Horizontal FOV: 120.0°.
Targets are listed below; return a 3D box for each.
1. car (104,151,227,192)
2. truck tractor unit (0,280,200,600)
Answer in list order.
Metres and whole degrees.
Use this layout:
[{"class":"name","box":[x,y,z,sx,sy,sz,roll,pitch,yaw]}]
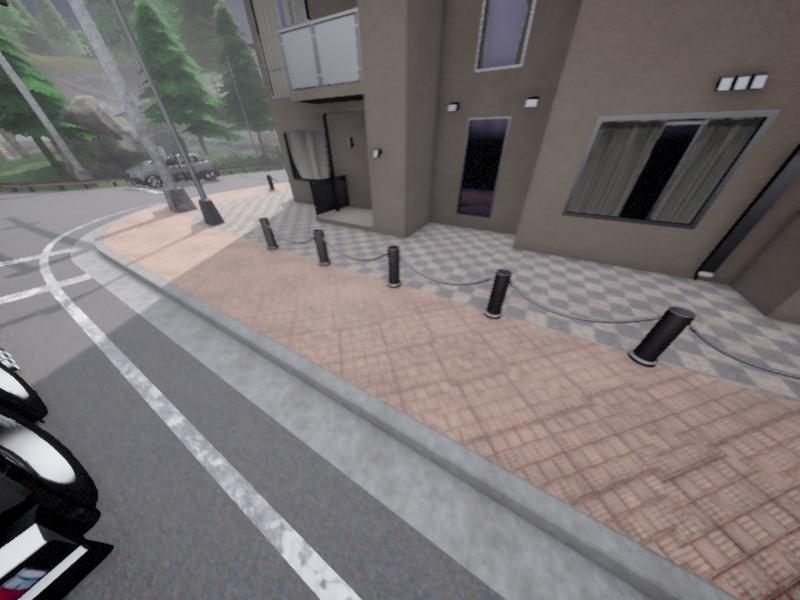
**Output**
[{"class":"car","box":[-14.126,-8.110,14.336,2.242,1.667,4.611,18,39,24]},{"class":"truck tractor unit","box":[-5.143,-0.267,0.741,6.516,4.208,3.053,17,39,23]}]
